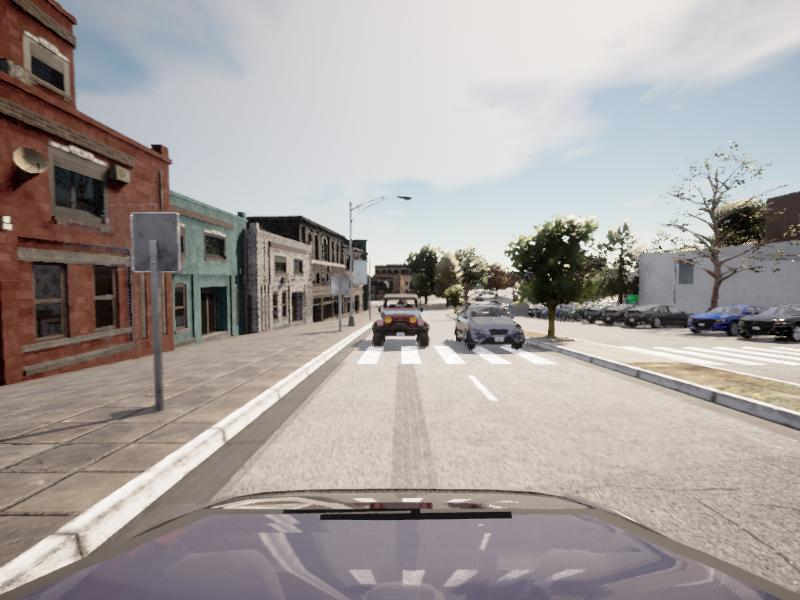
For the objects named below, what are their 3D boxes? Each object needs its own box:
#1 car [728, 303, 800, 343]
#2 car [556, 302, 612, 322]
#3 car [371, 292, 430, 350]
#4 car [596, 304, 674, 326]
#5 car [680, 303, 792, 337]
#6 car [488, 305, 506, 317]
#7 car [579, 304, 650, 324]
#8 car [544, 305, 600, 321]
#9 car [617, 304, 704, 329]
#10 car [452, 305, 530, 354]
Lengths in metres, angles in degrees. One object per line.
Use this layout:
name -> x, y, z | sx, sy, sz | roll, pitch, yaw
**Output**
car -> 16.976, 0.934, 17.268 | 5.008, 1.535, 2.097 | 1, -1, -20
car -> 17.436, 1.121, 37.962 | 4.553, 1.767, 2.185 | 1, -1, -17
car -> 0.023, 0.704, 14.901 | 1.905, 1.878, 3.866 | 0, 0, 0
car -> 17.066, 1.102, 29.101 | 4.892, 1.521, 2.231 | 1, -1, -18
car -> 16.981, 0.972, 20.230 | 5.008, 1.535, 2.097 | 1, -1, -20
car -> 14.162, 1.552, 58.934 | 1.930, 1.638, 5.238 | 0, -1, 6
car -> 17.148, 1.149, 32.055 | 4.892, 1.521, 2.231 | 1, -1, -18
car -> 17.563, 1.296, 40.902 | 5.008, 1.535, 2.097 | 1, -1, -16
car -> 17.009, 1.057, 26.143 | 4.892, 1.521, 2.231 | 1, -1, -19
car -> 3.015, 0.908, 14.189 | 1.816, 1.474, 4.193 | 0, 0, 0
